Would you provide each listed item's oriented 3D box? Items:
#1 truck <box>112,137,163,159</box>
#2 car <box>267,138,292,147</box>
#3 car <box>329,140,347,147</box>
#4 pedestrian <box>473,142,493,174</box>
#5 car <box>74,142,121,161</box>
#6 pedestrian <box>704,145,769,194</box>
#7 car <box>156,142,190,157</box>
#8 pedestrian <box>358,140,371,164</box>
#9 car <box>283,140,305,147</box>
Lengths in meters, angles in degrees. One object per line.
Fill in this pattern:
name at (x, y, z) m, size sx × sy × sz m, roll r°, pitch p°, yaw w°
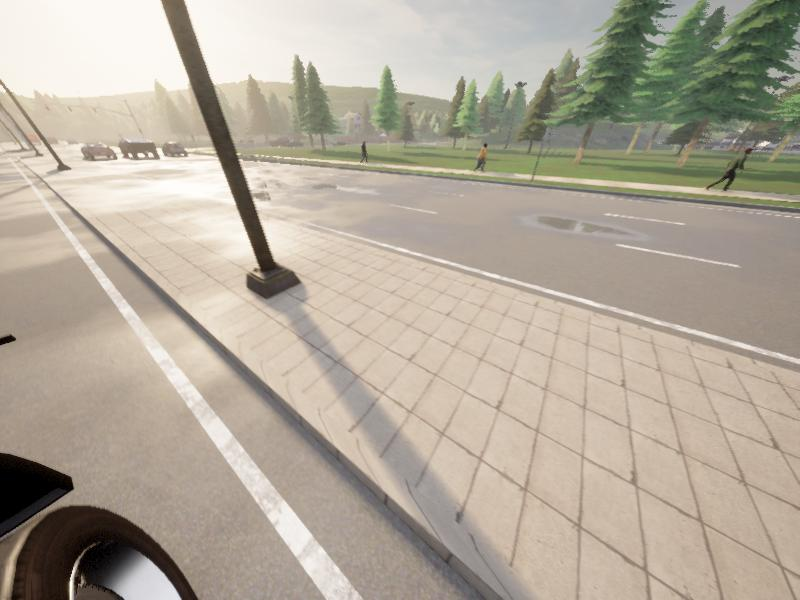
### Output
truck at (-32.809, -19.026, 28.857) m, size 6.274 × 2.098 × 2.390 m, roll 22°, pitch 40°, yaw 28°
car at (-33.880, -44.526, 65.103) m, size 2.150 × 2.045 × 5.566 m, roll 22°, pitch 41°, yaw 28°
car at (-18.327, -46.418, 68.423) m, size 2.128 × 1.511 × 4.902 m, roll 22°, pitch 41°, yaw 28°
pedestrian at (5.770, -9.963, 16.178) m, size 0.751 × 1.860 × 0.751 m, roll 23°, pitch 41°, yaw 29°
car at (-35.125, -17.309, 26.816) m, size 5.027 × 1.651 × 2.152 m, roll 22°, pitch 41°, yaw 28°
pedestrian at (15.348, -5.994, 10.615) m, size 0.751 × 1.860 × 0.751 m, roll 23°, pitch 41°, yaw 29°
car at (-30.762, -20.453, 31.326) m, size 3.988 × 1.617 × 1.851 m, roll 22°, pitch 40°, yaw 28°
pedestrian at (-3.299, -13.718, 21.442) m, size 0.751 × 1.860 × 0.751 m, roll 23°, pitch 41°, yaw 28°
car at (-28.339, -41.819, 61.766) m, size 1.837 × 1.490 × 4.892 m, roll 22°, pitch 41°, yaw 28°
